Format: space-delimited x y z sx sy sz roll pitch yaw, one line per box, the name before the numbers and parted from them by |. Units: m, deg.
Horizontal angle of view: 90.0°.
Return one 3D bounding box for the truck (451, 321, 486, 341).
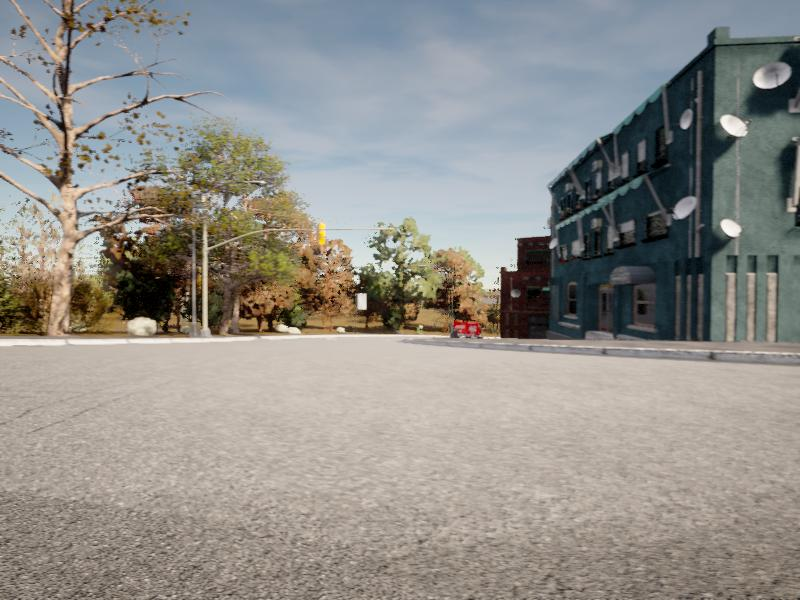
truck | 9.800 4.414 56.946 2.627 2.467 5.204 1 -5 36
